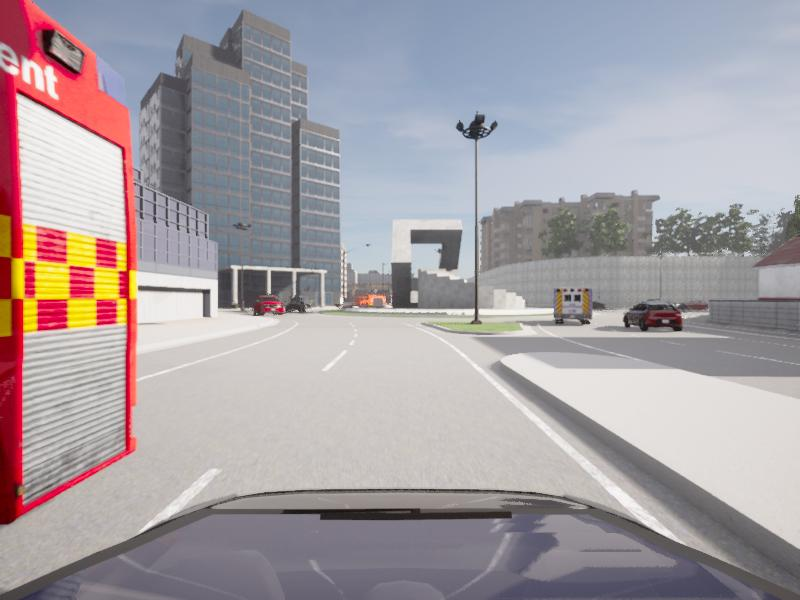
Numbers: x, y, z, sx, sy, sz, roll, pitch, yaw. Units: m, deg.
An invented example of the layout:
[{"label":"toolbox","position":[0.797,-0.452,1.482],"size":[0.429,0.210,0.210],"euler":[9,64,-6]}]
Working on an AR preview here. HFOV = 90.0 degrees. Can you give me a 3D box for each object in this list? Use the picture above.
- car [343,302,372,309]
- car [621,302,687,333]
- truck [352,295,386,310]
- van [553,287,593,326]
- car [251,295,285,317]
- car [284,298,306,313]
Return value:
[{"label":"car","position":[-7.458,0.951,70.744],"size":[4.718,1.301,1.895],"euler":[0,0,-39]},{"label":"car","position":[13.530,0.858,21.575],"size":[1.816,1.474,4.193],"euler":[0,0,15]},{"label":"truck","position":[-5.259,0.367,67.935],"size":[5.204,2.467,2.627],"euler":[0,-1,-37]},{"label":"van","position":[12.244,0.382,28.349],"size":[2.351,2.431,6.366],"euler":[0,0,23]},{"label":"car","position":[-13.512,0.576,40.705],"size":[2.150,2.045,5.566],"euler":[0,0,-30]},{"label":"car","position":[-13.088,0.654,50.073],"size":[1.905,1.878,3.866],"euler":[0,0,-3]}]
